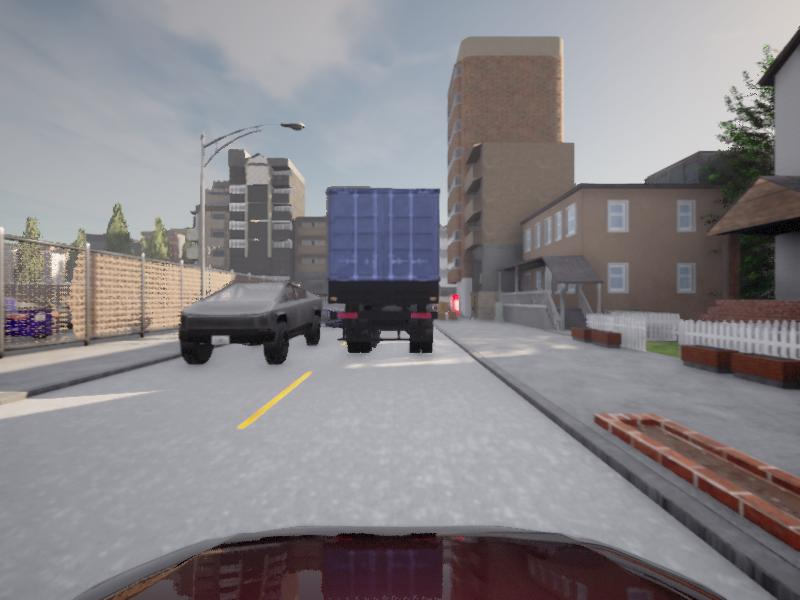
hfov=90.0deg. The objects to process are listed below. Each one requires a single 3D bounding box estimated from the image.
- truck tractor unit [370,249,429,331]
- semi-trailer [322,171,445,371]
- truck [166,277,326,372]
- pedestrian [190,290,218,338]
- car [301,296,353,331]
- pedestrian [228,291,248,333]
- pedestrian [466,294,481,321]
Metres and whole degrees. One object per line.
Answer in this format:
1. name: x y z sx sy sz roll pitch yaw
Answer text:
1. truck tractor unit: -0.010 -0.527 23.869 3.053 4.208 6.516 0 0 0
2. semi-trailer: -0.178 -0.621 15.959 2.717 4.402 14.254 0 0 2
3. truck: -3.994 0.539 12.021 2.390 2.098 6.274 0 0 0
4. pedestrian: -7.774 0.529 15.859 0.751 1.860 0.751 0 0 35
5. car: -4.004 0.689 22.739 2.097 1.767 4.553 0 0 0
6. pedestrian: -7.317 0.528 18.077 0.751 1.860 0.751 0 0 -17
7. pedestrian: 5.192 0.517 28.245 0.751 1.860 0.751 0 0 -35
